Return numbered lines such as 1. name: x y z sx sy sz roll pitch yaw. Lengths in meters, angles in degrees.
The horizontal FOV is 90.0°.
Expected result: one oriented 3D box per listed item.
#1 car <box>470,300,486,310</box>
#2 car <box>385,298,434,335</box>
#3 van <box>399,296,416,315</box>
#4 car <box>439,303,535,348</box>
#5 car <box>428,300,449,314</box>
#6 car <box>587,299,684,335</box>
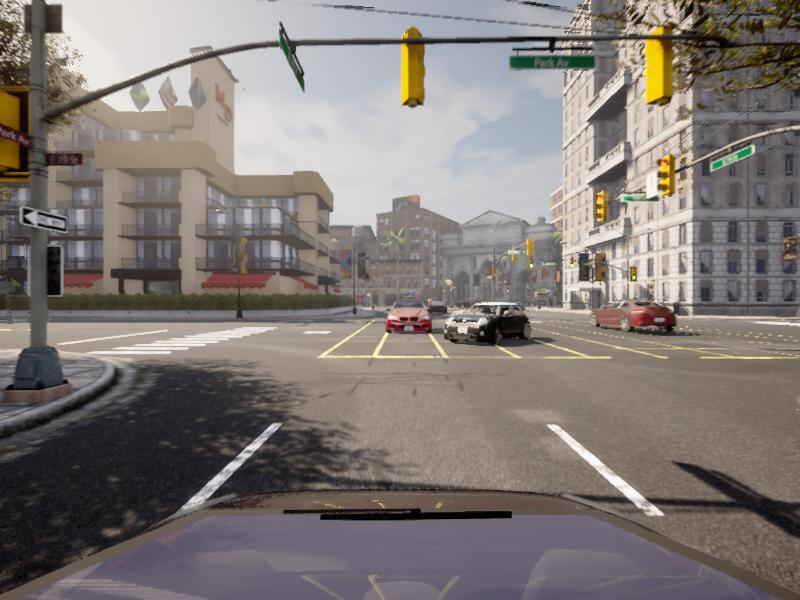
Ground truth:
1. car: 12.669 0.780 65.036 1.851 1.617 3.988 0 0 -1
2. car: 0.451 0.749 20.502 2.242 1.667 4.611 0 1 1
3. van: 0.865 0.594 44.095 1.775 1.987 4.442 0 0 1
4. car: 3.422 0.851 15.345 1.970 1.475 3.806 0 0 42
5. car: 4.407 0.766 46.412 1.930 1.638 5.238 0 0 1
6. car: 11.956 0.777 20.837 2.152 1.651 5.027 0 0 1
